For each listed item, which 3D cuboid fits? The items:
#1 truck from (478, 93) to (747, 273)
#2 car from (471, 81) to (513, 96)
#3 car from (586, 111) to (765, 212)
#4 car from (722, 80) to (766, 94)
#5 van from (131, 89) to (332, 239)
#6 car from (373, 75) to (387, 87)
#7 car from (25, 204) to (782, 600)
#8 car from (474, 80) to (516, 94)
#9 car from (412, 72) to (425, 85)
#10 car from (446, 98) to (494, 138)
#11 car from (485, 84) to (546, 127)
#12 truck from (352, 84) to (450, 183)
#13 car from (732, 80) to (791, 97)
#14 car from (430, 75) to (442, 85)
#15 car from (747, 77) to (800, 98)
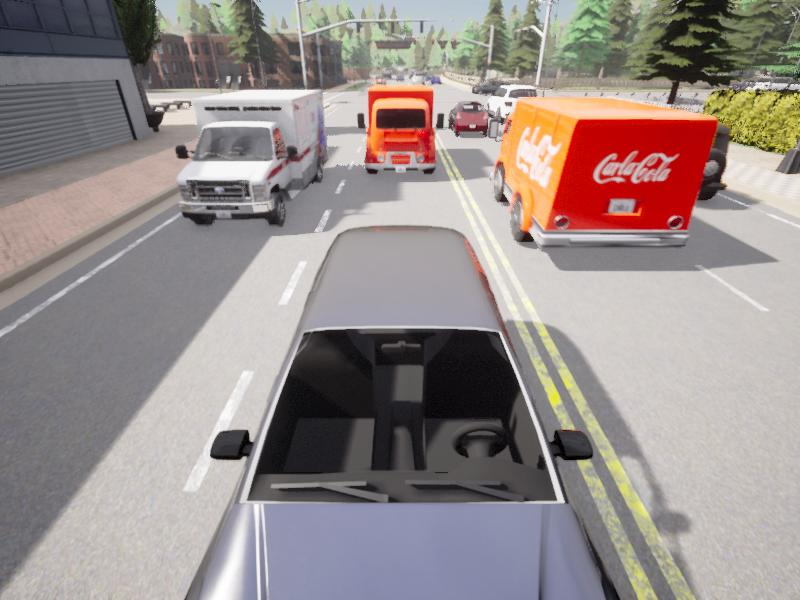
[{"bbox_3d":[3.514,-2.839,8.438,2.627,2.467,5.204,0,30,0],"label":"truck"},{"bbox_3d":[11.048,-25.630,48.490,4.514,1.525,2.007,0,30,0],"label":"car"},{"bbox_3d":[7.022,-3.928,10.878,1.905,1.878,3.866,0,30,0],"label":"car"},{"bbox_3d":[44.218,-27.415,51.446,3.633,1.501,1.845,0,30,0],"label":"car"},{"bbox_3d":[-3.486,-3.899,10.295,2.351,2.431,6.366,0,30,0],"label":"van"},{"bbox_3d":[-3.439,-37.615,68.695,2.097,1.767,4.553,0,30,0],"label":"car"},{"bbox_3d":[0.010,0.765,3.056,2.242,1.667,4.611,0,30,0],"label":"car"},{"bbox_3d":[12.127,-27.401,51.506,4.792,1.488,2.163,0,30,0],"label":"car"},{"bbox_3d":[3.568,-43.104,77.851,2.150,2.045,5.566,0,30,0],"label":"car"},{"bbox_3d":[3.526,-9.560,20.887,1.845,1.501,3.633,0,30,0],"label":"car"},{"bbox_3d":[7.027,-12.332,25.122,2.150,2.045,5.566,0,30,0],"label":"car"},{"bbox_3d":[0.019,-5.864,13.629,2.627,2.467,5.204,0,30,0],"label":"truck"},{"bbox_3d":[43.679,-25.637,48.431,4.611,1.667,2.242,0,30,0],"label":"car"},{"bbox_3d":[7.068,-43.345,78.844,2.007,1.525,4.514,0,30,0],"label":"car"},{"bbox_3d":[43.284,-24.090,45.282,5.566,2.045,2.150,0,30,0],"label":"car"}]
